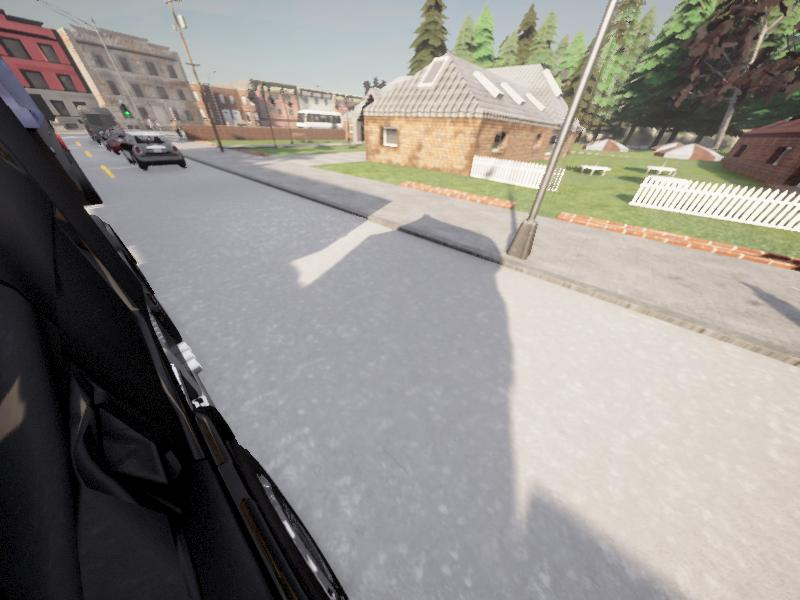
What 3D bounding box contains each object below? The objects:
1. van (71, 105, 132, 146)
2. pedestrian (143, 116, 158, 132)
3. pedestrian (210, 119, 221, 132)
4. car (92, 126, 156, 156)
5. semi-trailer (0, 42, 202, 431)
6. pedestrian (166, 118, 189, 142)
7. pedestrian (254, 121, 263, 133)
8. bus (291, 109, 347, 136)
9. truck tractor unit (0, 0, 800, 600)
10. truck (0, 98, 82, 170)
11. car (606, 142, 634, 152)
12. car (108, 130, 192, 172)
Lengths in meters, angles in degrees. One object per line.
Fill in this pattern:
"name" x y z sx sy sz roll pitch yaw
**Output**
"van" -26.397 -15.433 20.412 5.915 2.561 1.988 29 44 30
"pedestrian" -38.503 -27.219 35.701 0.751 1.860 0.751 23 41 25
"pedestrian" -33.134 -31.235 41.408 0.751 1.860 0.751 24 42 25
"car" -19.368 -11.206 16.205 4.181 1.385 1.994 28 44 30
"semi-trailer" -8.702 -3.608 4.215 14.254 4.402 2.717 28 44 30
"pedestrian" -22.366 -17.107 23.244 0.751 1.860 0.751 20 40 22
"pedestrian" -28.376 -34.765 46.429 0.751 1.860 0.751 13 38 13
"bus" -17.105 -38.173 49.929 3.944 4.253 10.273 28 44 30
"truck tractor unit" -2.645 -0.295 0.351 6.516 4.208 3.053 28 44 30
"truck" -19.149 -8.426 11.544 5.204 2.467 2.627 30 44 28
"car" 50.235 -35.019 52.801 4.514 1.525 2.007 28 44 30
"car" -13.087 -7.886 12.093 3.806 1.475 1.970 28 44 30
